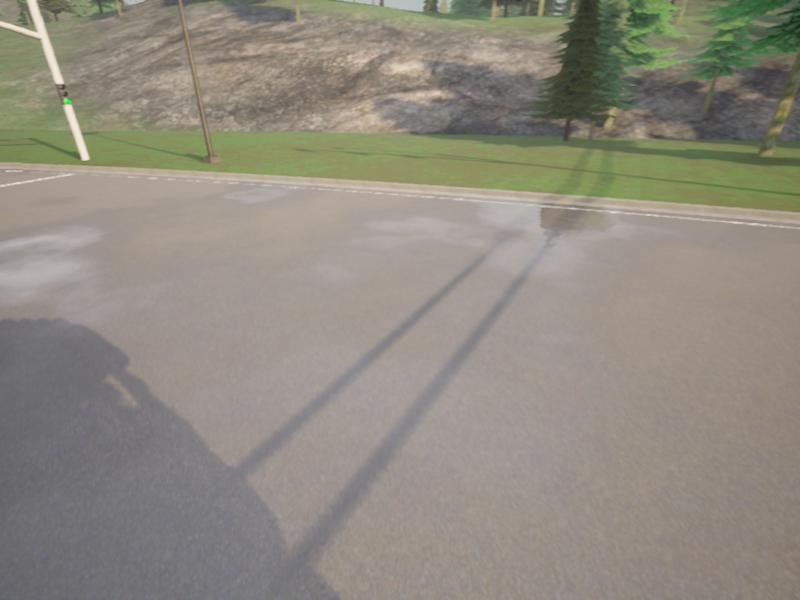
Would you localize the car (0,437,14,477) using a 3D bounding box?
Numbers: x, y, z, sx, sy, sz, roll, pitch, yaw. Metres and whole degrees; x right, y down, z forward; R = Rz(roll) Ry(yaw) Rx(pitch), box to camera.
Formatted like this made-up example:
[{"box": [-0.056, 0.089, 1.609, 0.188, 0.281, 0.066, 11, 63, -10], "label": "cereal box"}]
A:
[{"box": [-4.214, 1.890, 1.144, 2.242, 1.667, 4.611, -6, 28, -11], "label": "car"}]
